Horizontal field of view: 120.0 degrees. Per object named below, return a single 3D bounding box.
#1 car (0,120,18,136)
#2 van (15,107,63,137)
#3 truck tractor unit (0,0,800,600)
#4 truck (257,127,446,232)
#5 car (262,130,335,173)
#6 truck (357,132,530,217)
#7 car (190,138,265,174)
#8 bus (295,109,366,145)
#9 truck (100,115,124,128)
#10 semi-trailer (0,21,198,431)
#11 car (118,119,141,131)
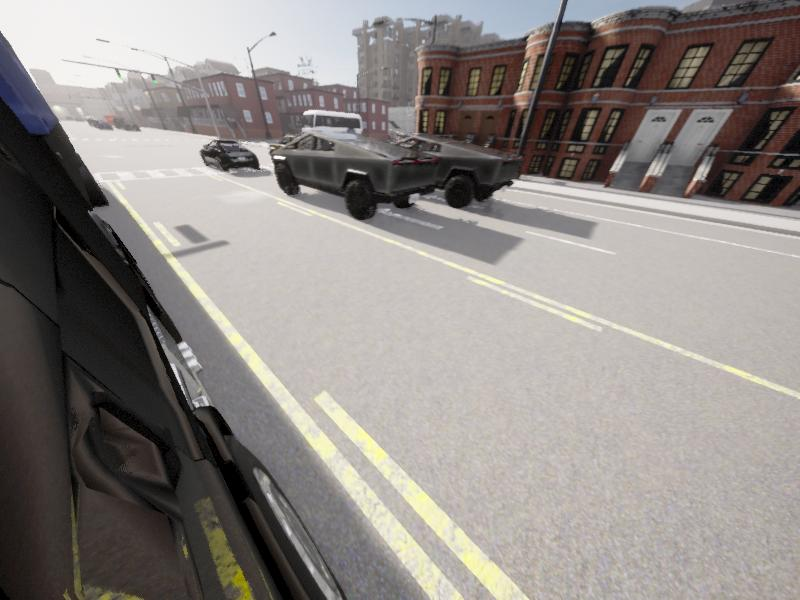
[{"bbox_3d":[-45.437,-19.385,25.913,4.181,1.385,1.994,29,44,31],"label":"car"},{"bbox_3d":[-42.900,-21.207,27.596,5.915,2.561,1.988,28,43,30],"label":"van"},{"bbox_3d":[-2.645,-0.295,0.351,6.516,4.208,3.053,28,44,30],"label":"truck tractor unit"},{"bbox_3d":[-1.913,-4.460,7.921,6.274,2.098,2.390,28,43,30],"label":"truck"},{"bbox_3d":[-6.496,-9.536,14.741,4.605,1.855,1.932,29,43,30],"label":"car"},{"bbox_3d":[1.330,-5.432,9.479,6.274,2.098,2.390,28,43,30],"label":"truck"},{"bbox_3d":[-10.146,-8.573,13.595,4.181,1.385,1.994,28,43,30],"label":"car"},{"bbox_3d":[-10.800,-27.990,37.710,3.944,4.253,10.273,28,43,30],"label":"bus"},{"bbox_3d":[-73.889,-45.918,59.339,5.204,2.467,2.627,29,43,30],"label":"truck"},{"bbox_3d":[-8.612,-3.648,4.329,14.254,4.402,2.717,29,42,31],"label":"semi-trailer"},{"bbox_3d":[-55.190,-35.628,47.114,4.553,1.767,2.097,28,43,30],"label":"car"}]
